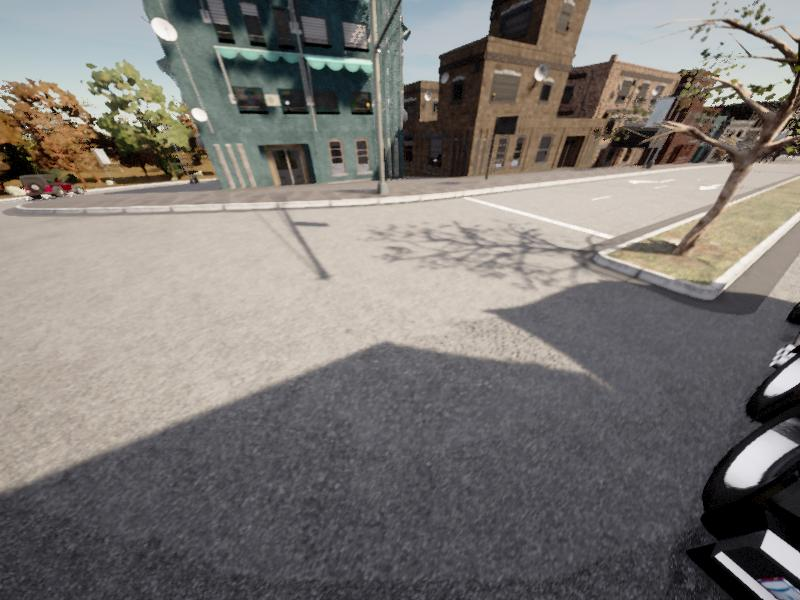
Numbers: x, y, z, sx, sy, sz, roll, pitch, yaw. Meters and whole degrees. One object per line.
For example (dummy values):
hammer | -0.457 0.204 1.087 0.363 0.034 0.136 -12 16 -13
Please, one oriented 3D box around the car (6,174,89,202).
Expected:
car | -30.961 -10.063 20.554 1.905 1.878 3.866 -16 33 -19

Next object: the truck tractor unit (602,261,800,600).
truck tractor unit | 5.118 -0.292 0.792 6.516 4.208 3.053 -18 39 -25
